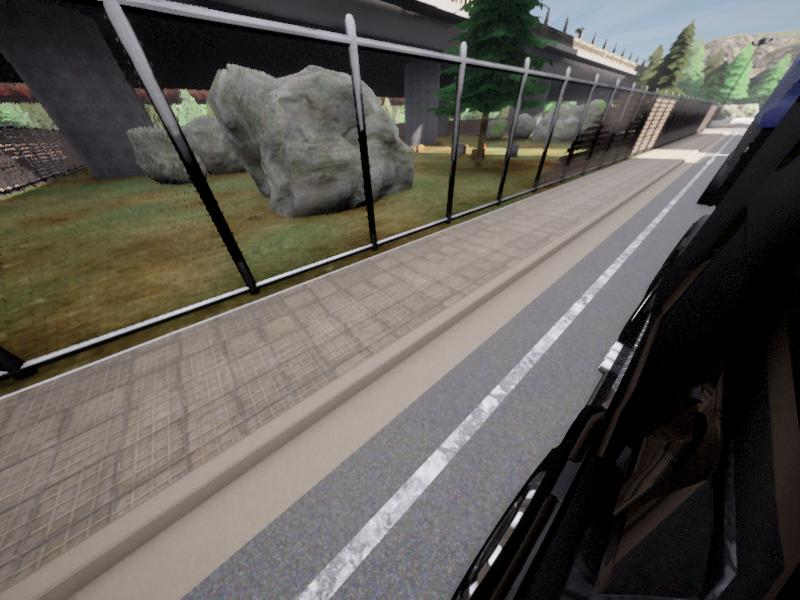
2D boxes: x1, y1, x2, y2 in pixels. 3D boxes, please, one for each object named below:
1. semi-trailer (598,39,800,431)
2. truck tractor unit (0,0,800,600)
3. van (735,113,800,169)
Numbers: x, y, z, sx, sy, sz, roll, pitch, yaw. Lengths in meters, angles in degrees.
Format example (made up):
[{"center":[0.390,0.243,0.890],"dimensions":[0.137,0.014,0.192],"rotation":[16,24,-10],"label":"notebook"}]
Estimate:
[{"center":[8.702,-3.597,4.232],"dimensions":[14.254,4.402,2.717],"rotation":[-28,44,-30],"label":"semi-trailer"},{"center":[2.645,-0.295,0.352],"dimensions":[6.516,4.208,3.053],"rotation":[-28,44,-30],"label":"truck tractor unit"},{"center":[19.565,-8.086,11.579],"dimensions":[4.480,2.038,2.069],"rotation":[-25,42,-27],"label":"van"}]
